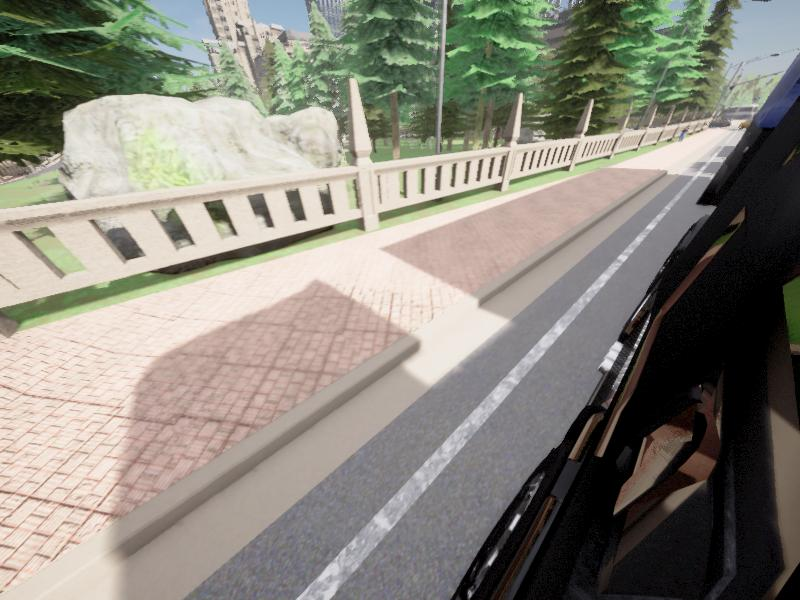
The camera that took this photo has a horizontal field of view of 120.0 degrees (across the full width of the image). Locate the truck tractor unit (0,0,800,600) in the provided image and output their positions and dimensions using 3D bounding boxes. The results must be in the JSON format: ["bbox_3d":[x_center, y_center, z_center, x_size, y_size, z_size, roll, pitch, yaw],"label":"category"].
[{"bbox_3d":[2.645,-0.295,0.351,6.516,4.208,3.053,-28,44,-30],"label":"truck tractor unit"}]

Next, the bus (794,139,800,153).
[{"bbox_3d":[26.450,-10.117,12.059,10.273,4.253,3.944,-28,43,-30],"label":"bus"}]

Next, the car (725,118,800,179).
[{"bbox_3d":[16.728,-6.804,10.198,4.605,1.855,1.932,-28,44,-30],"label":"car"}]

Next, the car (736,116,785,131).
[{"bbox_3d":[52.343,-25.745,33.713,1.801,1.575,5.366,17,41,25],"label":"car"}]

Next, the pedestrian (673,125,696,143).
[{"bbox_3d":[25.696,-15.036,20.904,0.751,1.300,0.751,-28,43,-30],"label":"pedestrian"}]

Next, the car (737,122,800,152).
[{"bbox_3d":[25.641,-11.390,16.105,3.633,1.501,1.845,-28,43,-30],"label":"car"}]

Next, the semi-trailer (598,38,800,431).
[{"bbox_3d":[8.700,-3.591,4.244,14.254,4.402,2.717,-28,43,-30],"label":"semi-trailer"}]
